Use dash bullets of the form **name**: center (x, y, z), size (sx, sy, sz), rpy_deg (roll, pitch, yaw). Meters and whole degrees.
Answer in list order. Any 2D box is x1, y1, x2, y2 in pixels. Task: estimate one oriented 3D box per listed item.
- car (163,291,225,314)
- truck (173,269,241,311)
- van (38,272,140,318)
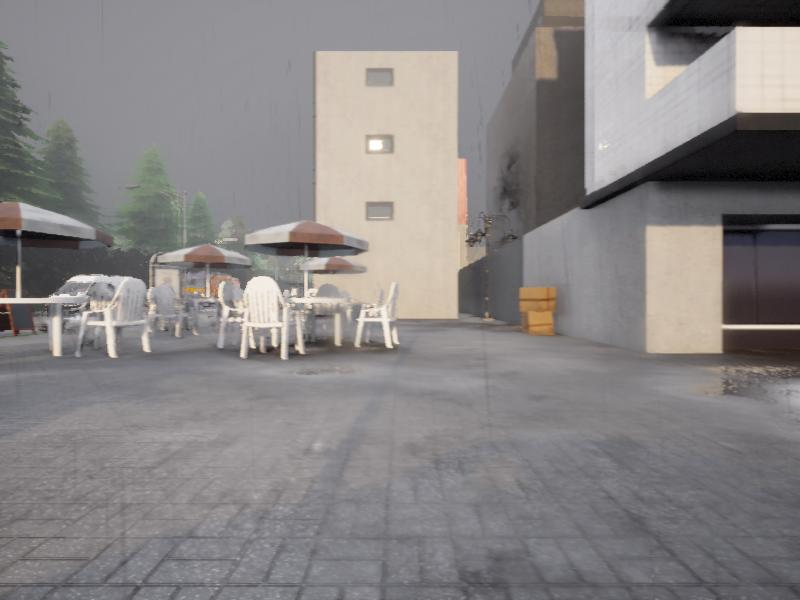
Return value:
- **car**: center (-15.560, 0.176, 30.636), size (2.152, 1.651, 5.027), rpy_deg (0, 0, 0)
- **truck**: center (-19.565, -0.927, 41.254), size (2.891, 3.827, 8.468), rpy_deg (0, 0, 0)
- **van**: center (-19.558, -0.285, 25.647), size (1.988, 2.561, 5.915), rpy_deg (0, 0, 0)
